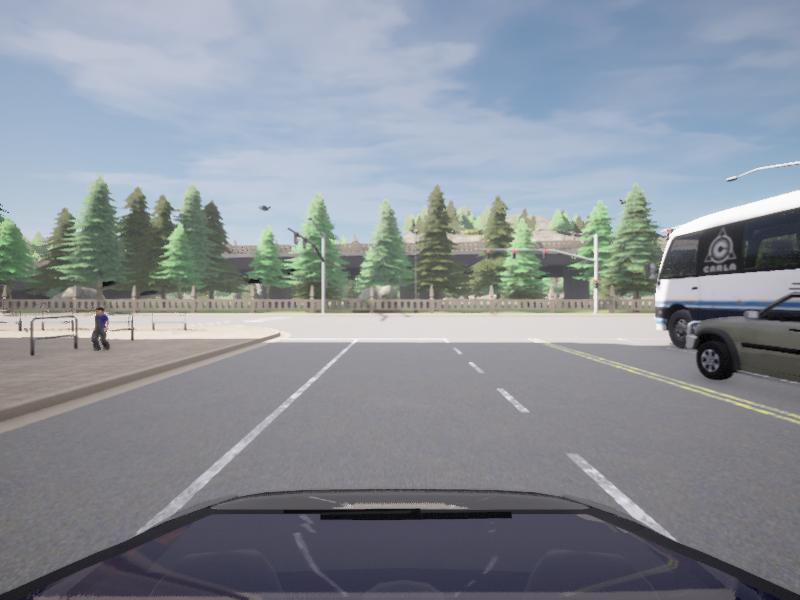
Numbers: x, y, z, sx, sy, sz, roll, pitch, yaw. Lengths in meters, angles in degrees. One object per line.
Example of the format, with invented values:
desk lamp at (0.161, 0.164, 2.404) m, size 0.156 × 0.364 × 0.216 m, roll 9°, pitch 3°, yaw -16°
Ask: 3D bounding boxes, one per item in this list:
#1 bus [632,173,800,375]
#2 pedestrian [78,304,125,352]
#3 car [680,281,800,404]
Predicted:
bus at (10.406, -0.546, 9.388) m, size 3.944 × 4.253 × 10.273 m, roll 0°, pitch 0°, yaw 0°
pedestrian at (-8.269, 0.755, 11.099) m, size 0.751 × 1.300 × 0.751 m, roll 0°, pitch 0°, yaw 1°
car at (7.022, 0.644, 6.354) m, size 1.932 × 1.855 × 4.605 m, roll 0°, pitch 0°, yaw 0°
